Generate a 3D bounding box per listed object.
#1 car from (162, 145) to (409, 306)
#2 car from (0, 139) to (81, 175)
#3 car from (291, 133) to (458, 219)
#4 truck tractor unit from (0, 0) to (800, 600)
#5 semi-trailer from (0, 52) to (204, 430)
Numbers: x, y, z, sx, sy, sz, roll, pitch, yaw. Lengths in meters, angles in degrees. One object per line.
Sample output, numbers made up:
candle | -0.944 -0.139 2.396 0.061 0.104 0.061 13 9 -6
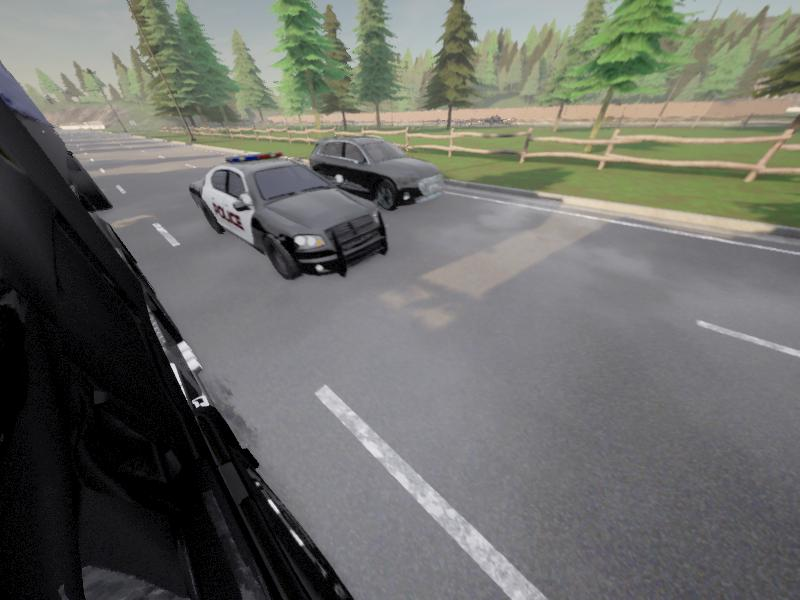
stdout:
car | -2.411 -1.985 4.652 4.974 1.542 2.038 27 46 31
car | -20.847 -8.483 13.540 4.181 1.385 1.994 27 47 31
car | -0.956 -4.134 7.227 4.856 1.649 2.033 27 46 31
truck tractor unit | -2.645 -0.295 0.351 6.516 4.208 3.053 28 43 30
semi-trailer | -8.755 -3.435 4.352 14.254 4.402 2.717 27 47 31
